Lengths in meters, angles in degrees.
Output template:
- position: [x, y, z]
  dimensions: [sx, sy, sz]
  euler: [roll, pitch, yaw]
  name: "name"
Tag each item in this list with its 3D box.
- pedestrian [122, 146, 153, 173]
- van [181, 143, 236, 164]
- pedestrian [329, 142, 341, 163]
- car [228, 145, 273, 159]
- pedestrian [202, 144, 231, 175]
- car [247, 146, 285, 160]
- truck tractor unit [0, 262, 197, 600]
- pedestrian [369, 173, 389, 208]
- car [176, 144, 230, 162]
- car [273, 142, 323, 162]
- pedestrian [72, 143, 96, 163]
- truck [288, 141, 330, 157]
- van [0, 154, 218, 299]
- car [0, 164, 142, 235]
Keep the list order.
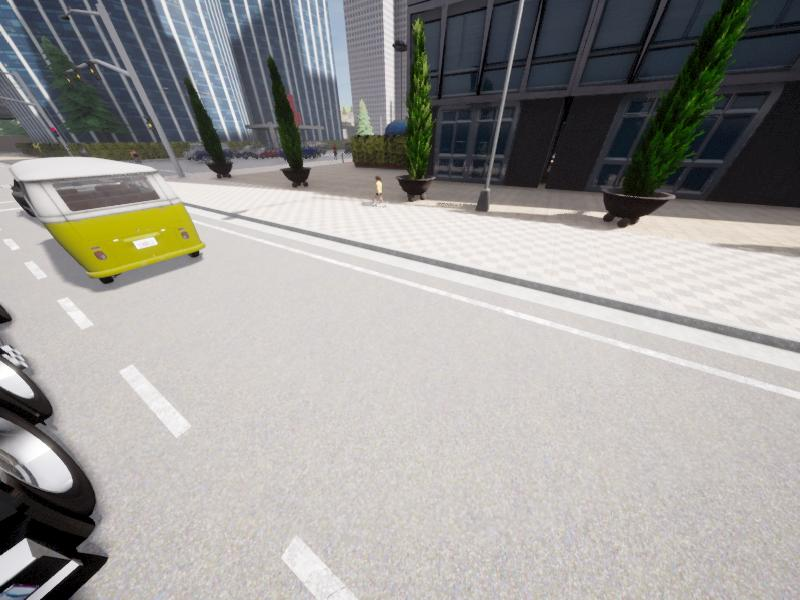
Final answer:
- position: [-21.923, -11.724, 19.319]
  dimensions: [0.751, 1.860, 0.751]
  euler: [9, 36, 13]
  name: "pedestrian"
- position: [-23.028, -17.824, 28.016]
  dimensions: [1.775, 1.987, 4.442]
  euler: [18, 39, 24]
  name: "van"
- position: [-7.171, -16.339, 25.568]
  dimensions: [0.751, 1.860, 0.751]
  euler: [26, 42, 32]
  name: "pedestrian"
- position: [-22.387, -22.378, 34.867]
  dimensions: [2.152, 1.651, 5.027]
  euler: [18, 39, 24]
  name: "car"
- position: [-13.272, -10.165, 16.750]
  dimensions: [0.751, 1.860, 0.751]
  euler: [20, 40, 27]
  name: "pedestrian"
- position: [-19.334, -21.349, 33.495]
  dimensions: [1.816, 1.474, 4.193]
  euler: [18, 39, 24]
  name: "car"
- position: [-5.108, -0.304, 0.782]
  dimensions: [6.516, 4.208, 3.053]
  euler: [18, 39, 24]
  name: "truck tractor unit"
- position: [-0.765, -4.054, 8.551]
  dimensions: [0.500, 1.100, 0.500]
  euler: [18, 39, 24]
  name: "pedestrian"
- position: [-25.570, -19.266, 30.199]
  dimensions: [1.932, 1.855, 4.605]
  euler: [18, 39, 24]
  name: "car"
- position: [-13.235, -19.643, 30.502]
  dimensions: [2.150, 2.045, 5.566]
  euler: [18, 39, 24]
  name: "car"
- position: [-36.445, -16.962, 26.679]
  dimensions: [0.751, 1.860, 0.751]
  euler: [18, 39, 25]
  name: "pedestrian"
- position: [-15.234, -25.762, 39.256]
  dimensions: [2.390, 2.098, 6.274]
  euler: [18, 39, 24]
  name: "truck"
- position: [-6.492, -1.954, 5.111]
  dimensions: [4.442, 1.987, 1.775]
  euler: [21, 40, 27]
  name: "van"
- position: [-11.690, -3.685, 8.037]
  dimensions: [4.514, 1.525, 2.007]
  euler: [18, 39, 24]
  name: "car"
